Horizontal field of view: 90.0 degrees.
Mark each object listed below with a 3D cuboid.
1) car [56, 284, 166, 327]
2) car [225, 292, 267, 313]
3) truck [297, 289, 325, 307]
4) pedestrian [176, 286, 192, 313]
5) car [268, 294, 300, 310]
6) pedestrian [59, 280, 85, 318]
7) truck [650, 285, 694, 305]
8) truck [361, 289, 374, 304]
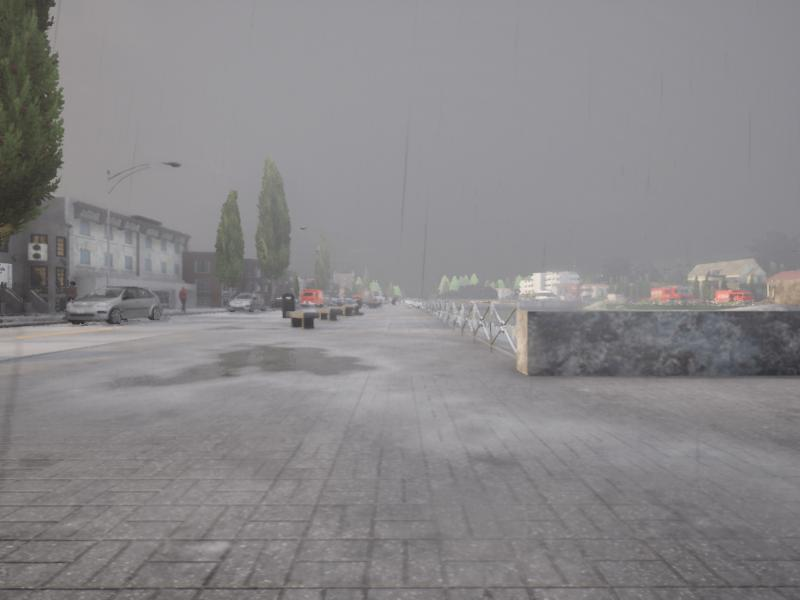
[{"bbox_3d":[-12.081,0.198,17.119,1.851,1.617,3.988,0,0,0],"label":"car"},{"bbox_3d":[-12.136,0.198,31.852,1.851,1.617,3.988,0,0,0],"label":"car"},{"bbox_3d":[-12.224,-0.226,55.241,2.627,2.467,5.204,0,-1,0],"label":"truck"},{"bbox_3d":[-15.306,-0.055,28.331,0.751,1.860,0.751,0,0,40],"label":"pedestrian"},{"bbox_3d":[-12.175,0.180,42.354,1.930,1.638,5.238,0,0,0],"label":"car"},{"bbox_3d":[-16.625,-0.054,20.314,0.751,1.860,0.751,0,0,-11],"label":"pedestrian"},{"bbox_3d":[53.349,-0.967,78.706,2.891,3.827,8.468,0,0,0],"label":"truck"},{"bbox_3d":[-8.410,-0.919,104.621,2.891,3.827,8.468,0,0,0],"label":"truck"}]
